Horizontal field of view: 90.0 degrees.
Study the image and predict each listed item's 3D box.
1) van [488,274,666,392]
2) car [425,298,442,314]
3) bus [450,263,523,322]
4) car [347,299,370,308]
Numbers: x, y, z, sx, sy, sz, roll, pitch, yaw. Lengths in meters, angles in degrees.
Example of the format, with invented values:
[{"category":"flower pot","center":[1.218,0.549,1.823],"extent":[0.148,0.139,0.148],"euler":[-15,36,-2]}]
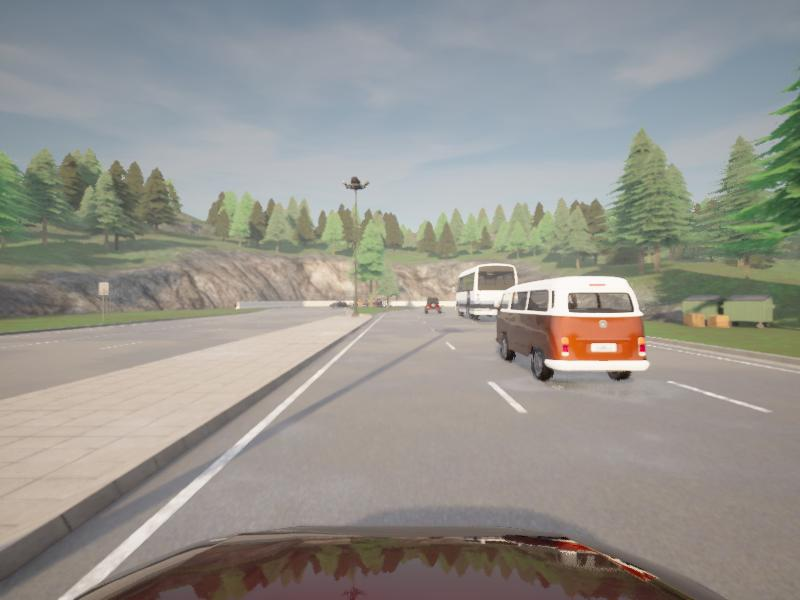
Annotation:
[{"category":"van","center":[3.538,0.572,9.129],"extent":[2.069,2.038,4.480],"euler":[0,0,0]},{"category":"car","center":[4.085,0.650,48.897],"extent":[1.905,1.878,3.866],"euler":[0,0,7]},{"category":"bus","center":[6.882,-0.531,33.948],"extent":[3.944,4.253,10.273],"euler":[0,0,0]},{"category":"car","center":[-8.851,0.661,85.042],"extent":[4.605,1.855,1.932],"euler":[0,0,-26]}]
